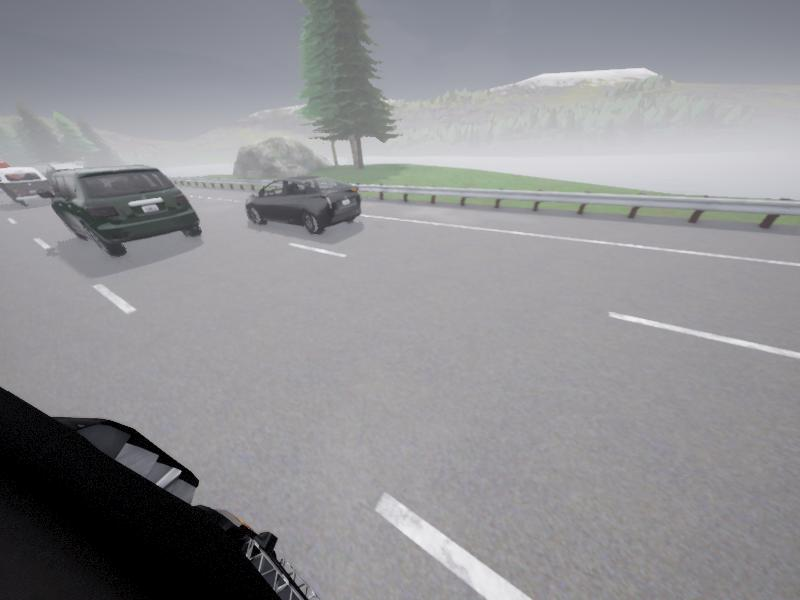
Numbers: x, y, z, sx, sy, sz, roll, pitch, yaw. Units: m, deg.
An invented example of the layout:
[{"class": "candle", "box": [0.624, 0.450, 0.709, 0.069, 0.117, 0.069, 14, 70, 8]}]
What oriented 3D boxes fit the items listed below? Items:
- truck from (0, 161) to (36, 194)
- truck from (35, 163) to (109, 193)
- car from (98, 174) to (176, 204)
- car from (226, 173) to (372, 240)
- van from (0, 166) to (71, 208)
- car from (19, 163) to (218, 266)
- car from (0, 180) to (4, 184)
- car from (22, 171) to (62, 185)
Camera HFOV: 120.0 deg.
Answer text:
[{"class": "truck", "box": [-38.923, -11.851, 22.316, 5.204, 2.467, 2.627, 16, 38, 26]}, {"class": "truck", "box": [-30.726, -11.550, 21.643, 6.274, 2.098, 2.390, 16, 38, 26]}, {"class": "car", "box": [-16.997, -7.252, 14.934, 4.718, 1.301, 1.895, 16, 38, 26]}, {"class": "car", "box": [-3.477, -3.440, 8.035, 4.514, 1.525, 2.007, 16, 38, 26]}, {"class": "van", "box": [-24.472, -7.491, 15.125, 4.480, 2.038, 2.069, 16, 38, 26]}, {"class": "car", "box": [-8.648, -2.920, 7.121, 5.566, 2.045, 2.150, 16, 38, 27]}, {"class": "car", "box": [-57.608, -16.766, 32.082, 4.718, 1.301, 1.895, 16, 38, 26]}, {"class": "car", "box": [-45.381, -15.457, 29.281, 4.718, 1.301, 1.895, 16, 38, 26]}]
